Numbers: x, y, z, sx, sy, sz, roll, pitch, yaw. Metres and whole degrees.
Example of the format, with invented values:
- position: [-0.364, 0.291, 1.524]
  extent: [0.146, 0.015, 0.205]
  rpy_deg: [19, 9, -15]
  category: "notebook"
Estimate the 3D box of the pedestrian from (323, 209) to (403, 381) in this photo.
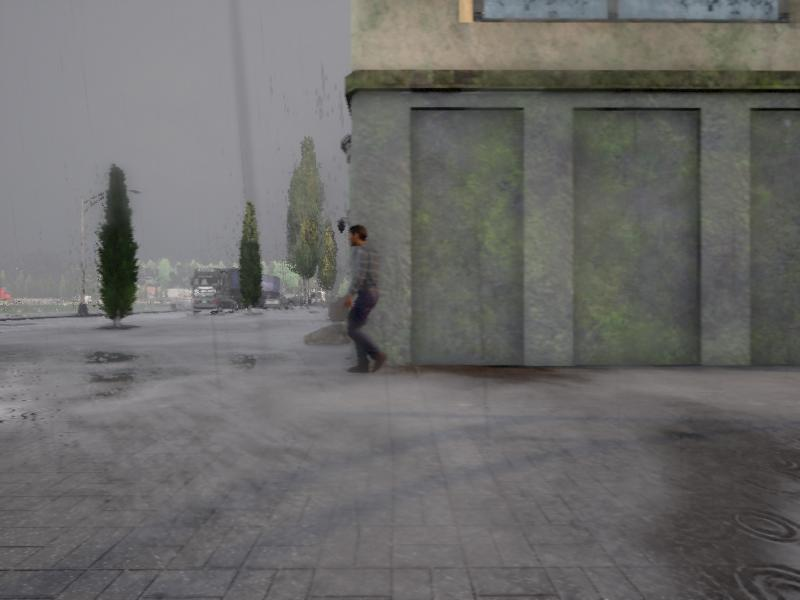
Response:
- position: [-0.412, -0.056, 4.785]
  extent: [0.751, 1.860, 0.751]
  rpy_deg: [0, 0, 13]
  category: "pedestrian"

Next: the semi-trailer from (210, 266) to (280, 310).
- position: [-17.550, -1.201, 46.914]
  extent: [2.717, 4.402, 14.254]
  rpy_deg: [0, 0, 0]
  category: "semi-trailer"

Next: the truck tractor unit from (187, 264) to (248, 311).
- position: [-17.500, -1.101, 39.002]
  extent: [3.053, 4.208, 6.516]
  rpy_deg: [0, 0, -1]
  category: "truck tractor unit"

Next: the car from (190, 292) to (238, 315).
- position: [-13.289, 0.227, 28.856]
  extent: [1.789, 1.549, 3.705]
  rpy_deg: [0, 0, -1]
  category: "car"

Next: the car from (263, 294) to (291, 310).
- position: [-13.427, 0.200, 43.785]
  extent: [1.851, 1.617, 3.988]
  rpy_deg: [0, 0, 0]
  category: "car"

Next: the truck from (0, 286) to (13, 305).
- position: [-79.310, -0.845, 76.302]
  extent: [2.891, 3.827, 8.468]
  rpy_deg: [0, 0, 0]
  category: "truck"

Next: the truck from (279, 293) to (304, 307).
- position: [-17.437, -0.043, 64.547]
  extent: [2.390, 2.098, 6.274]
  rpy_deg: [0, 0, 0]
  category: "truck"

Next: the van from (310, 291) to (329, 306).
- position: [-13.626, -0.266, 68.140]
  extent: [1.988, 2.561, 5.915]
  rpy_deg: [0, 0, 1]
  category: "van"
